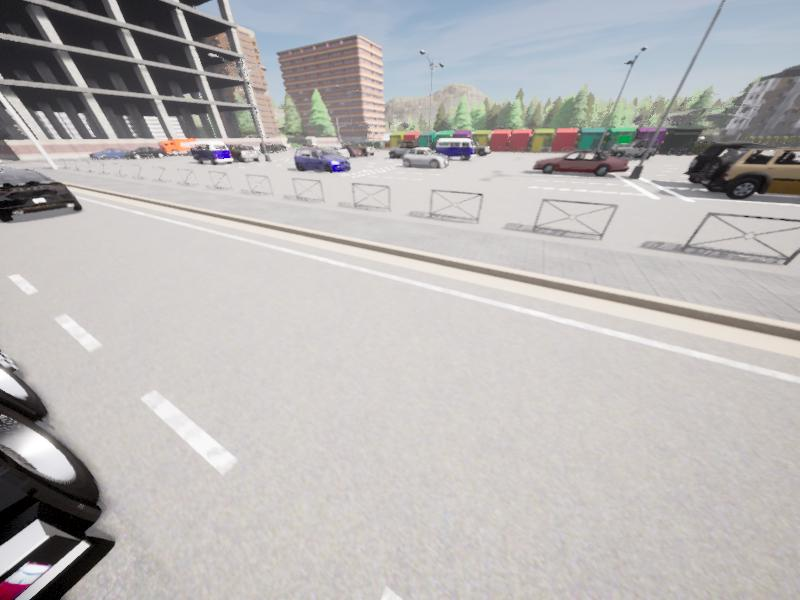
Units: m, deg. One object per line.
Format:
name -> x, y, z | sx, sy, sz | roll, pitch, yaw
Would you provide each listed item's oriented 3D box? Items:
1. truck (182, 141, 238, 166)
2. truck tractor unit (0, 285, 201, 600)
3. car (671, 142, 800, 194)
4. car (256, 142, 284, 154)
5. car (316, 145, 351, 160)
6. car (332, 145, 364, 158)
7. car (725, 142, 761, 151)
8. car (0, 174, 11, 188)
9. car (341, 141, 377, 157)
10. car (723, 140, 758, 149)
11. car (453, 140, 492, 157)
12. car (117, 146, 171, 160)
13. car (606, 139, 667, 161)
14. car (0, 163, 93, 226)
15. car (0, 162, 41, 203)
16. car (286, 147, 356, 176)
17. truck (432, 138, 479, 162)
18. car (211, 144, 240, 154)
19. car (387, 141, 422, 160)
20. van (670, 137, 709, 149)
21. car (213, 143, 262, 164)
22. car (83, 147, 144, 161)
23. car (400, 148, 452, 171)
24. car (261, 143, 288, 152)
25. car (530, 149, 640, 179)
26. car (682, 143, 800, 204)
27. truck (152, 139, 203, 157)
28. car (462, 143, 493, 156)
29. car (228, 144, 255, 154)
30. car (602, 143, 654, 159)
truck -> -19.460, -15.094, 23.736 | 4.478, 2.038, 2.069 | 16, 38, 23
truck tractor unit -> -5.154, -0.253, 0.730 | 6.516, 4.208, 3.053 | 17, 39, 23
car -> 16.382, -6.336, 10.919 | 3.866, 1.878, 1.905 | 16, 38, 23
car -> -24.338, -28.646, 43.489 | 1.905, 1.878, 3.866 | 16, 38, 22
car -> -8.501, -18.977, 29.724 | 3.806, 1.475, 1.970 | 16, 38, 23
car -> -7.154, -20.480, 31.799 | 3.905, 1.438, 1.784 | 16, 38, 23
car -> 61.749, -27.787, 41.726 | 1.895, 1.301, 4.718 | 17, 39, 24
car -> -26.829, -7.703, 14.134 | 5.357, 1.411, 2.033 | 16, 38, 22
car -> -5.952, -22.036, 33.638 | 4.605, 1.855, 1.932 | 16, 38, 23
car -> 69.736, -31.958, 47.490 | 2.033, 1.411, 5.357 | 17, 39, 24
car -> 9.962, -20.934, 31.853 | 4.605, 1.855, 1.932 | 16, 38, 23
car -> -38.022, -21.957, 34.461 | 1.837, 1.490, 4.892 | 16, 38, 22
car -> 25.480, -16.364, 25.123 | 3.866, 1.878, 1.905 | 16, 38, 23
car -> -14.647, -4.197, 8.838 | 5.008, 1.535, 1.882 | 16, 38, 22
car -> -20.392, -5.836, 11.338 | 4.674, 1.442, 1.812 | 16, 38, 22
car -> -6.133, -10.954, 18.107 | 4.611, 1.667, 2.242 | 16, 38, 23
truck -> 6.189, -16.801, 25.834 | 4.478, 2.038, 2.069 | 16, 38, 23
car -> -34.666, -30.064, 46.015 | 1.816, 1.474, 4.193 | 16, 38, 22
car -> 0.539, -18.384, 28.341 | 3.866, 1.878, 1.905 | 16, 38, 23
van -> 63.746, -34.759, 51.025 | 2.069, 2.038, 4.480 | -10, 36, -13
car -> -18.174, -16.513, 25.911 | 4.605, 1.855, 1.932 | 16, 38, 23
car -> -42.164, -21.666, 34.190 | 2.033, 1.411, 5.357 | 16, 38, 22
car -> 2.182, -12.086, 19.738 | 3.806, 1.475, 1.970 | 16, 38, 23
car -> -27.603, -33.602, 50.921 | 1.882, 1.535, 5.008 | 16, 38, 22
car -> 11.946, -9.215, 15.496 | 5.357, 1.415, 2.033 | 16, 38, 23
car -> 14.987, -4.875, 8.845 | 4.605, 1.855, 1.932 | 16, 38, 23
truck -> -38.290, -26.433, 40.009 | 2.627, 2.467, 5.204 | 16, 38, 22
car -> 11.368, -22.223, 34.043 | 3.905, 1.438, 1.784 | 16, 38, 23
car -> -31.081, -29.696, 45.439 | 1.970, 1.475, 3.806 | 16, 38, 22
car -> 26.838, -17.643, 27.350 | 3.806, 1.475, 1.970 | 16, 38, 23
